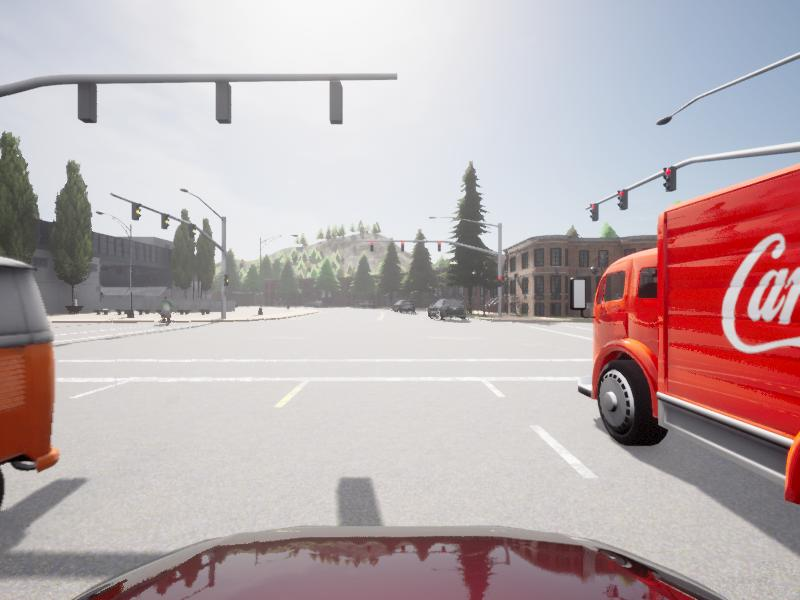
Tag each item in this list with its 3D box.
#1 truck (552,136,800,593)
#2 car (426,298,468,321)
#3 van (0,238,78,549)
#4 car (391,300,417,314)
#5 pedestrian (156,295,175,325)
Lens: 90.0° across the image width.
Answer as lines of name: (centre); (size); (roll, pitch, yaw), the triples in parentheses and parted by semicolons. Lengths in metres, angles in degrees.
truck: (3.467, 0.353, 2.993); (2.627, 2.467, 5.204); (0, 0, -1)
car: (3.719, 0.695, 32.501); (2.097, 1.767, 4.553); (0, 0, -12)
van: (-3.450, 0.598, 0.958); (1.775, 1.987, 4.442); (0, 0, 0)
car: (0.437, 0.778, 49.246); (2.033, 1.649, 4.856); (0, 0, -15)
pedestrian: (-14.866, 0.637, 25.409); (0.751, 1.860, 0.751); (0, 0, 2)
